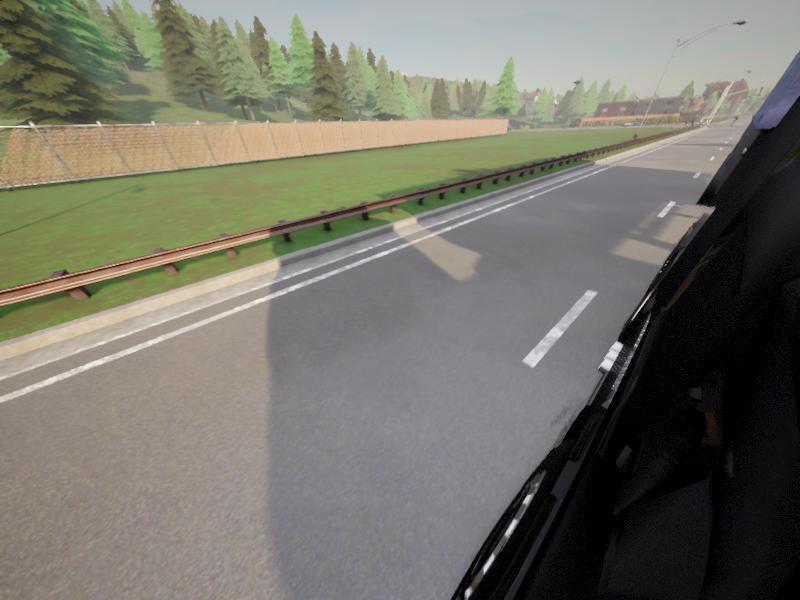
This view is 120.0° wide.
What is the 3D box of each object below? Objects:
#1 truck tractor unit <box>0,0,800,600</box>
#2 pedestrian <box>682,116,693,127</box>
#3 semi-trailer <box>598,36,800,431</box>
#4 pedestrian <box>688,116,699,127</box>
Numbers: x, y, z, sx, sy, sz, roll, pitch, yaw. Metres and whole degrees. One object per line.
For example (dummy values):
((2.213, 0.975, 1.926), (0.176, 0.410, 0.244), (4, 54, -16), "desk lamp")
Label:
((2.645, -0.295, 0.351), (6.516, 4.208, 3.053), (-28, 44, -30), "truck tractor unit")
((61.965, -38.470, 49.771), (0.751, 1.860, 0.751), (22, 43, 30), "pedestrian")
((8.693, -3.597, 4.248), (14.254, 4.402, 2.717), (-28, 43, -30), "semi-trailer")
((62.762, -38.215, 49.367), (0.751, 1.860, 0.751), (28, 46, 35), "pedestrian")
